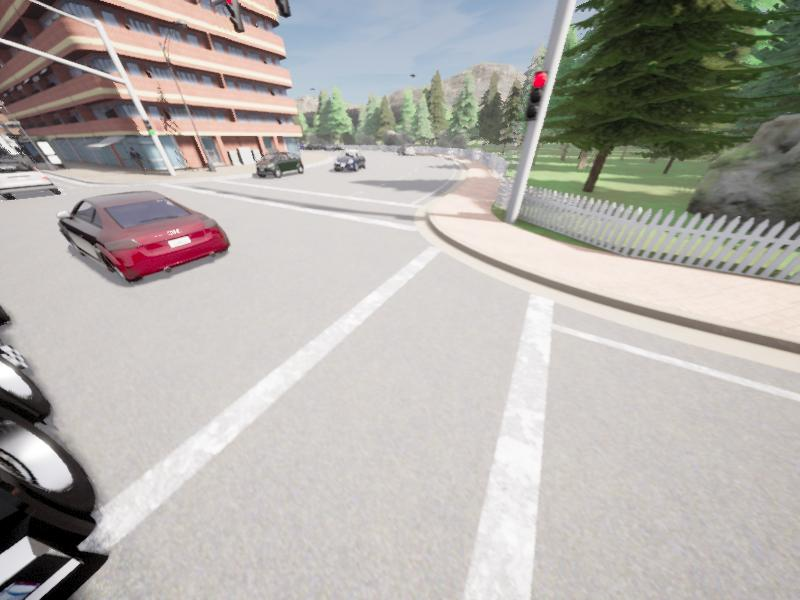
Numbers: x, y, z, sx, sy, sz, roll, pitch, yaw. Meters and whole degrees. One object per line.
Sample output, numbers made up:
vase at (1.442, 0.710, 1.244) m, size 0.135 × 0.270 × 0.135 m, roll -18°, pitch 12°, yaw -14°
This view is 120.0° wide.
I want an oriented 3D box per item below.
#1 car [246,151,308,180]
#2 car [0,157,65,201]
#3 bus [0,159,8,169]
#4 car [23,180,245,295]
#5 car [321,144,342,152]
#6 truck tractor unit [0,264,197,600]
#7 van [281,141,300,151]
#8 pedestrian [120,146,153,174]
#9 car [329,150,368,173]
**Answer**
car at (-9.010, -10.170, 17.300) m, size 1.789 × 1.549 × 3.705 m, roll 10°, pitch 36°, yaw 15°
car at (-19.932, -6.348, 11.967) m, size 3.988 × 1.617 × 1.851 m, roll 18°, pitch 39°, yaw 25°
bus at (-47.843, -16.438, 24.516) m, size 10.273 × 4.253 × 3.944 m, roll 18°, pitch 39°, yaw 24°
car at (-6.081, -1.743, 5.373) m, size 4.181 × 1.385 × 1.994 m, roll 18°, pitch 39°, yaw 24°
car at (-15.998, -35.613, 54.003) m, size 4.974 × 1.542 × 2.038 m, roll 25°, pitch 42°, yaw 32°
truck tractor unit at (-5.113, -0.296, 0.780) m, size 6.516 × 4.208 × 3.053 m, roll 18°, pitch 39°, yaw 24°
van at (-28.771, -40.491, 60.770) m, size 4.442 × 1.987 × 1.775 m, roll 18°, pitch 39°, yaw 25°
pedestrian at (-20.539, -10.944, 18.069) m, size 0.751 × 1.860 × 0.751 m, roll 11°, pitch 36°, yaw 16°
car at (-4.363, -12.145, 20.154) m, size 1.970 × 1.475 × 3.806 m, roll 5°, pitch 35°, yaw 8°
